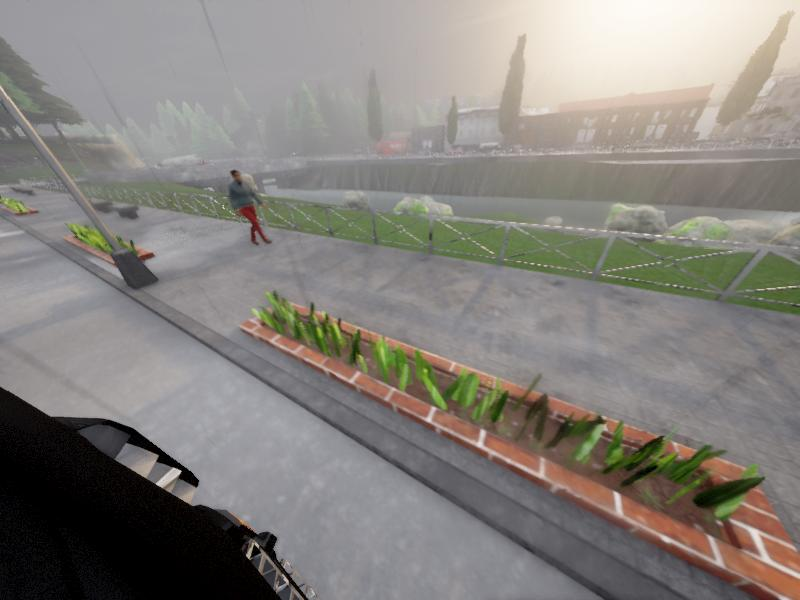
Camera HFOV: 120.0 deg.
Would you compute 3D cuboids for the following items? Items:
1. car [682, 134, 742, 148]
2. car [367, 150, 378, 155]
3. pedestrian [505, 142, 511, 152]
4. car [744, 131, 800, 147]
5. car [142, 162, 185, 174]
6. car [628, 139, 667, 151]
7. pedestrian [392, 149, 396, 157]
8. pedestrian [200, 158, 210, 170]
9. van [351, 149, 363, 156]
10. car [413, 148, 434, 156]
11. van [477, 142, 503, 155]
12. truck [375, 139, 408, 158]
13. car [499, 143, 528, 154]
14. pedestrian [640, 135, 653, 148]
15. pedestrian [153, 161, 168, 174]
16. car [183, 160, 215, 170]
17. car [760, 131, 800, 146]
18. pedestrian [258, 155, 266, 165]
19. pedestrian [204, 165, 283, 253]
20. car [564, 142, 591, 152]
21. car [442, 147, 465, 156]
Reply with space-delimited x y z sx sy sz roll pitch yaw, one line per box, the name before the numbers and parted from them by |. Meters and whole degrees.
car | 50.352 -25.798 37.483 5.238 1.638 1.930 16 38 25
car | -11.607 -62.383 97.671 2.007 1.525 4.514 15 38 25
pedestrian | 26.383 -37.345 56.364 0.751 1.860 0.751 23 41 33
car | 53.236 -22.497 32.278 5.238 1.638 1.930 15 38 25
car | -44.165 -24.696 43.273 2.038 1.542 4.974 15 38 25
car | 40.989 -25.795 38.356 3.806 1.475 1.970 15 38 25
pedestrian | -1.566 -37.401 58.788 0.751 1.860 0.751 -14 35 -16
pedestrian | -38.229 -26.655 45.240 0.751 1.860 0.751 25 42 35
van | -16.821 -57.320 89.912 2.069 2.038 4.480 15 38 25
car | 5.941 -38.012 59.361 4.856 1.649 2.033 15 38 25
van | 19.082 -32.032 48.962 4.480 2.038 2.069 15 38 25
truck | -2.376 -41.197 62.821 8.468 3.827 2.891 15 38 25
car | 24.523 -32.907 50.220 5.238 1.638 1.930 15 38 26
pedestrian | 45.175 -29.053 42.368 0.751 1.860 0.751 -10 34 -10
pedestrian | -40.577 -22.512 39.171 0.751 1.860 0.751 9 35 17
car | -43.849 -29.531 50.542 2.242 1.667 4.611 15 38 25
car | 57.762 -23.766 33.853 4.856 1.649 2.033 16 38 26
pedestrian | -31.610 -32.099 52.938 0.751 1.860 0.751 15 37 25
pedestrian | -3.760 -2.223 5.696 0.751 1.860 0.751 16 38 26
car | 34.703 -30.040 45.250 3.806 1.475 1.970 15 38 25
car | 12.895 -36.078 55.948 5.027 1.651 2.152 16 38 25
